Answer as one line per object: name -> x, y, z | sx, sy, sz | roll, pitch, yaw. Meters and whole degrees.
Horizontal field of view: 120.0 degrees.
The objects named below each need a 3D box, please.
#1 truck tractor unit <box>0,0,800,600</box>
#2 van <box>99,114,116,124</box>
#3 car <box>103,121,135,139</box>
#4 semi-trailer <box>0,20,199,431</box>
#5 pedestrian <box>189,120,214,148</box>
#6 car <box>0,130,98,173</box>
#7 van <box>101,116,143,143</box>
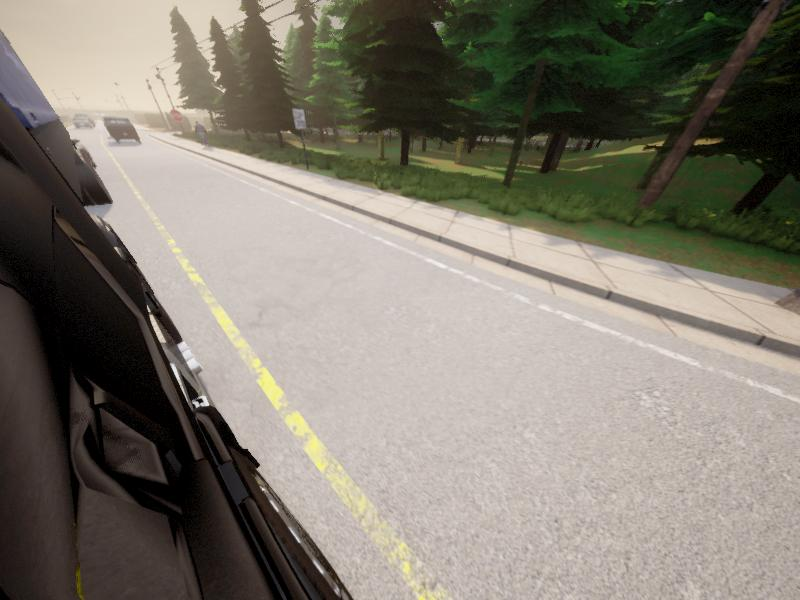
truck tractor unit -> -2.645, -0.295, 0.351 | 6.516, 4.208, 3.053 | 28, 44, 30
van -> -77.238, -47.721, 60.956 | 4.480, 2.038, 2.069 | 32, 46, 33
car -> -32.897, -19.979, 27.066 | 1.837, 1.490, 4.892 | -29, 47, -35
semi-trailer -> -8.594, -3.671, 4.333 | 14.254, 4.402, 2.717 | 29, 44, 31
pedestrian -> -16.741, -14.031, 19.540 | 0.751, 1.860, 0.751 | 20, 40, 22
car -> -16.836, -7.372, 11.314 | 4.181, 1.385, 1.994 | 31, 45, 32
van -> -27.284, -16.714, 22.640 | 4.442, 1.987, 1.775 | 31, 45, 33
